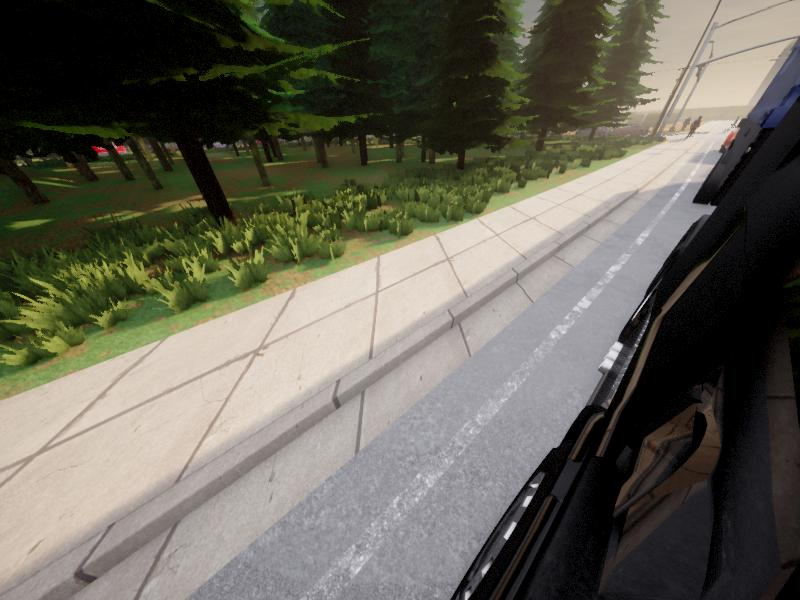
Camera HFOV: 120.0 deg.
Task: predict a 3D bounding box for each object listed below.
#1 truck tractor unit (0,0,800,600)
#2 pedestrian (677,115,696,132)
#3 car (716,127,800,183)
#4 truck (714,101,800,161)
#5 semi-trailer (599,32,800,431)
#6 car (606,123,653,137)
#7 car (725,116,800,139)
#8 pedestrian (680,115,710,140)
[{"bbox_3d":[2.645,-0.295,0.351,6.516,4.208,3.053,-28,44,-30],"label":"truck tractor unit"},{"bbox_3d":[40.183,-24.764,32.397,0.751,1.860,0.751,17,41,24],"label":"pedestrian"},{"bbox_3d":[15.881,-6.350,9.894,4.902,1.511,2.128,-29,44,-30],"label":"car"},{"bbox_3d":[21.374,-9.911,13.488,5.204,2.467,2.627,-30,44,-31],"label":"truck"},{"bbox_3d":[8.644,-3.643,4.280,14.254,4.402,2.717,-29,44,-30],"label":"semi-trailer"},{"bbox_3d":[31.595,-23.456,31.928,1.994,1.385,4.181,-29,44,-31],"label":"car"},{"bbox_3d":[36.884,-17.511,23.377,2.242,1.667,4.611,7,38,13],"label":"car"},{"bbox_3d":[27.332,-15.959,21.421,0.751,1.860,0.751,-18,39,-20],"label":"pedestrian"}]
